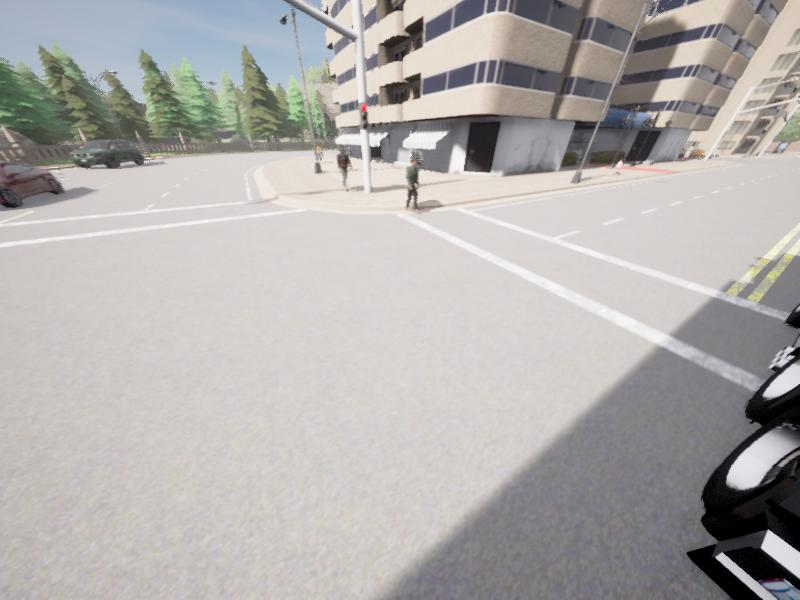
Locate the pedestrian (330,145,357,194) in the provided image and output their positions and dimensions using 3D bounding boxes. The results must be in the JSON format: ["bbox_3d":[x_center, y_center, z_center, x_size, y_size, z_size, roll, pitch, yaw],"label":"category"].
[{"bbox_3d":[-2.576,-5.981,10.600,0.751,1.860,0.751,-19,39,-25],"label":"pedestrian"}]

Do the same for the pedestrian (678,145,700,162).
[{"bbox_3d":[37.037,-18.806,29.627,0.751,1.860,0.751,-11,37,-17],"label":"pedestrian"}]

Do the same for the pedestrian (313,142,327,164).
[{"bbox_3d":[-7.985,-14.716,23.094,0.751,1.860,0.751,-19,39,-26],"label":"pedestrian"}]

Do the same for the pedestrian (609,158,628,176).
[{"bbox_3d":[16.617,-10.126,17.562,0.500,1.100,0.500,-17,39,-24],"label":"pedestrian"}]

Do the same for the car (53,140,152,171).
[{"bbox_3d":[-25.696,-12.918,20.419,2.150,2.045,5.566,-6,35,-9],"label":"car"}]

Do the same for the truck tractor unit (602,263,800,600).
[{"bbox_3d":[5.124,-0.281,0.808,6.516,4.208,3.053,-18,39,-25],"label":"truck tractor unit"}]

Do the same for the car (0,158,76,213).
[{"bbox_3d":[-16.149,-4.706,9.269,1.812,1.442,4.674,-17,38,-23],"label":"car"}]

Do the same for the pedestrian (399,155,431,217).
[{"bbox_3d":[0.491,-4.084,8.278,0.751,1.860,0.751,-19,40,-26],"label":"pedestrian"}]
